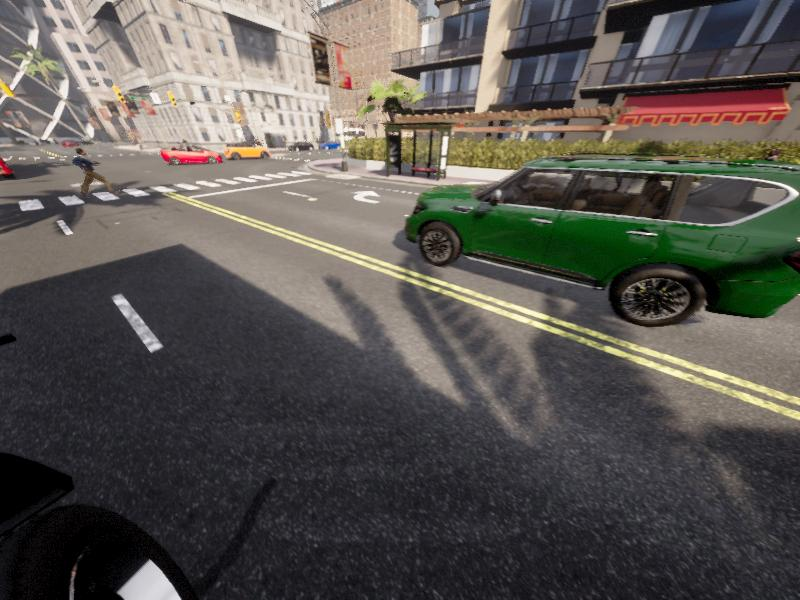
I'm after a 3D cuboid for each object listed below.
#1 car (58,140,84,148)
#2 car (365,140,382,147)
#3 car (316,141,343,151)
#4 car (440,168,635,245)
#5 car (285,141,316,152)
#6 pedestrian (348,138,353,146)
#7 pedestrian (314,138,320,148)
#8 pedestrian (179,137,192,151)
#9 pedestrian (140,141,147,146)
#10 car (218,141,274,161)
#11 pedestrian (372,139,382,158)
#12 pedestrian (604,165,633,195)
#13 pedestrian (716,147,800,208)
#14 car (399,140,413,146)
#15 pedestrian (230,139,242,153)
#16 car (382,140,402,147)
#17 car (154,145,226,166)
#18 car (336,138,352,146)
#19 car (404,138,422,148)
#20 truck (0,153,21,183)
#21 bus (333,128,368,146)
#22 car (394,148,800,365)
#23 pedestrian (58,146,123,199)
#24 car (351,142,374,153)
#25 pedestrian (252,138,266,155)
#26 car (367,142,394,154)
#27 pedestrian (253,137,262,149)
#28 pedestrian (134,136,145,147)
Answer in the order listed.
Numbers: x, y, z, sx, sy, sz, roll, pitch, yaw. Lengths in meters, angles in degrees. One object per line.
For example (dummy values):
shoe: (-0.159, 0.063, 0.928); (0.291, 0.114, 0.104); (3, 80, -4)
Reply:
car: (-73.055, -34.780, 51.314); (1.994, 1.385, 4.181); (-21, 40, -27)
car: (-7.361, -43.788, 64.553); (4.514, 1.525, 2.007); (22, 40, 27)
car: (-14.130, -31.099, 46.502); (1.882, 1.535, 5.008); (22, 40, 27)
car: (3.910, -3.183, 7.326); (4.718, 1.301, 1.895); (22, 41, 28)
car: (-17.973, -27.877, 41.938); (1.837, 1.490, 4.892); (22, 41, 27)
pedestrian: (-13.230, -42.261, 61.739); (0.751, 1.860, 0.751); (16, 38, 21)
pedestrian: (-18.908, -35.929, 52.714); (0.751, 1.860, 0.751); (19, 39, 24)
pedestrian: (-35.671, -25.958, 38.431); (0.751, 1.860, 0.751); (23, 41, 28)
pedestrian: (-58.447, -35.657, 52.619); (0.500, 1.100, 0.500); (24, 42, 30)
car: (-17.525, -17.177, 26.522); (2.097, 1.767, 4.553); (29, 44, 34)
pedestrian: (-2.798, -18.522, 28.202); (0.751, 1.860, 0.751); (14, 38, 19)
pedestrian: (9.707, -5.349, 10.313); (0.500, 1.100, 0.500); (19, 39, 25)
pedestrian: (12.951, -4.446, 8.406); (0.751, 1.860, 0.751); (20, 40, 25)
car: (1.766, -47.497, 69.883); (3.633, 1.501, 1.845); (22, 40, 27)
pedestrian: (-25.765, -24.186, 36.276); (0.751, 1.860, 0.751); (26, 43, 32)
car: (-2.241, -44.247, 65.150); (5.238, 1.638, 1.930); (22, 40, 27)
car: (-19.396, -13.584, 21.646); (4.514, 1.525, 2.007); (-16, 38, -21)
car: (-16.940, -47.723, 69.741); (4.605, 1.855, 1.932); (21, 40, 28)
car: (3.523, -42.468, 62.339); (2.150, 2.045, 5.566); (22, 41, 27)
truck: (-26.591, -9.271, 13.475); (8.468, 3.827, 2.891); (22, 41, 28)
bus: (-15.251, -50.555, 71.703); (10.273, 4.253, 3.944); (22, 40, 27)
car: (2.796, -1.471, 4.239); (5.566, 2.045, 2.150); (22, 40, 27)
pedestrian: (-13.005, -5.393, 9.769); (0.751, 1.860, 0.751); (19, 39, 25)
car: (-6.265, -25.965, 39.286); (1.789, 1.549, 3.705); (22, 41, 27)
pedestrian: (-18.706, -20.343, 30.647); (0.751, 1.860, 0.751); (15, 38, 20)
car: (-3.105, -25.014, 38.020); (1.837, 1.490, 4.892); (22, 41, 27)
pedestrian: (-27.594, -30.364, 44.749); (0.751, 1.860, 0.751); (23, 41, 29)
pedestrian: (-58.532, -35.625, 51.914); (0.751, 1.860, 0.751); (5, 35, 6)
